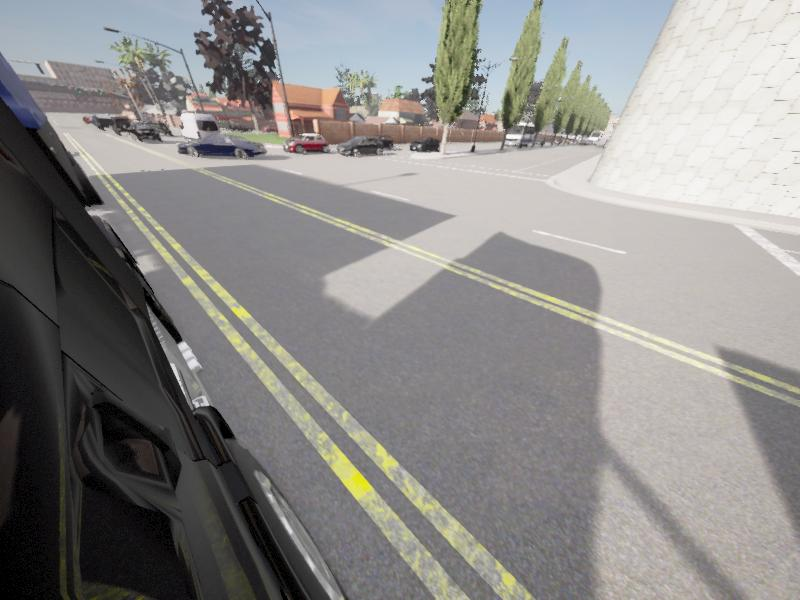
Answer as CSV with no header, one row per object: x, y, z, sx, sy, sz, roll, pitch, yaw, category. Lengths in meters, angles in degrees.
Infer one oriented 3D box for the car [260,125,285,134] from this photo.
-32.346,-43.522,58.860,2.152,1.651,5.027,27,43,29,car

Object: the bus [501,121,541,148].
26.136,-35.501,49.684,3.944,4.253,10.273,28,43,30,bus

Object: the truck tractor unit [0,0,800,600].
-2.645,-0.295,0.351,6.516,4.208,3.053,28,44,30,truck tractor unit

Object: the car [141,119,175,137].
-34.043,-24.215,32.494,4.605,1.855,1.932,27,43,31,car

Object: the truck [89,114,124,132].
-48.798,-29.455,38.403,6.274,2.098,2.390,28,43,30,truck

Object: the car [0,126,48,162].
-22.060,-8.566,12.620,1.994,1.385,4.181,-24,44,-31,car

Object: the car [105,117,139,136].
-36.986,-23.080,30.766,3.866,1.878,1.905,28,43,30,car

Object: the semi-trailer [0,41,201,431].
-8.693,-3.601,4.245,14.254,4.402,2.717,28,43,30,semi-trailer

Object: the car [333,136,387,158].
-3.491,-14.068,21.155,1.837,1.490,4.892,28,43,30,car

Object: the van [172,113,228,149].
-19.848,-16.807,22.892,5.915,2.561,1.988,29,44,30,van

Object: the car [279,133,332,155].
-8.437,-14.092,20.875,1.970,1.475,3.806,32,45,33,car

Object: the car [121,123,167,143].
-27.018,-17.614,24.372,4.902,1.511,2.128,28,43,30,car

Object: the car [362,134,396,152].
-2.356,-18.139,26.670,1.789,1.549,3.705,28,43,30,car

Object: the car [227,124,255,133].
-37.149,-40.050,53.970,1.837,1.490,4.892,27,43,29,car

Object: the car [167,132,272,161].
-12.331,-10.774,16.215,5.357,1.411,2.033,-1,37,-6,car

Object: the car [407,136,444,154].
3.101,-18.627,27.706,2.007,1.525,4.514,28,43,30,car
